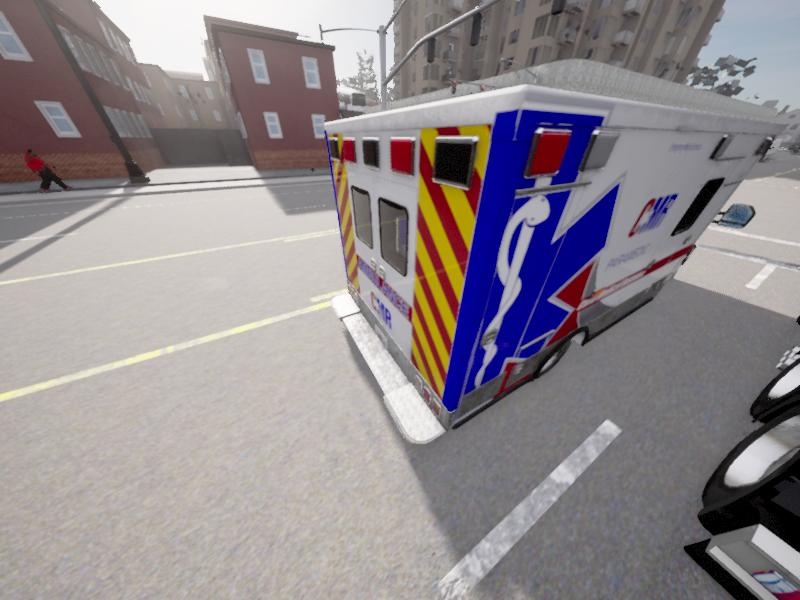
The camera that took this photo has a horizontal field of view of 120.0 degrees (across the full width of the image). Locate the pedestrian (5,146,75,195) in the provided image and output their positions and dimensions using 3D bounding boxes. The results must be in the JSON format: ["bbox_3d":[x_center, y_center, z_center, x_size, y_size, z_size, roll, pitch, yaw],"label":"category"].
[{"bbox_3d":[-16.323,-5.933,10.567,0.751,1.860,0.751,-19,39,-25],"label":"pedestrian"}]

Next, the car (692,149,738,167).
[{"bbox_3d":[34.032,-15.371,24.969,3.633,1.501,1.845,-18,39,-24],"label":"car"}]

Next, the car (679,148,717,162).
[{"bbox_3d":[40.029,-19.562,31.080,4.193,1.474,1.816,-18,39,-24],"label":"car"}]

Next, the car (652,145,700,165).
[{"bbox_3d":[33.301,-17.538,27.854,4.553,1.767,2.097,-18,39,-24],"label":"car"}]

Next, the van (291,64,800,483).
[{"bbox_3d":[2.318,-0.984,3.322,6.366,2.431,2.351,-18,39,-24],"label":"van"}]

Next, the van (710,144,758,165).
[{"bbox_3d":[39.708,-17.378,27.479,4.442,1.987,1.775,-18,39,-24],"label":"van"}]

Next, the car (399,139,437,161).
[{"bbox_3d":[2.002,-18.184,27.857,1.930,1.638,5.238,-18,44,-24],"label":"car"}]

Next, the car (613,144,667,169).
[{"bbox_3d":[24.697,-14.820,23.819,4.605,1.855,1.932,-19,39,-23],"label":"car"}]

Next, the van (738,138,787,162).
[{"bbox_3d":[51.499,-21.393,32.819,5.915,2.561,1.988,-19,39,-23],"label":"van"}]

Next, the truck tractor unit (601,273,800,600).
[{"bbox_3d":[5.121,-0.292,0.761,6.516,4.208,3.053,-18,39,-23],"label":"truck tractor unit"}]

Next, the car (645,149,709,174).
[{"bbox_3d":[24.509,-12.325,20.458,4.856,1.649,2.033,-18,39,-25],"label":"car"}]

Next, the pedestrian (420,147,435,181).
[{"bbox_3d":[1.821,-8.963,15.273,0.751,1.860,0.751,-2,35,-3],"label":"pedestrian"}]

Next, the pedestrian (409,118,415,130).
[{"bbox_3d":[2.190,-33.150,43.558,0.751,1.860,0.751,-18,39,-24],"label":"pedestrian"}]

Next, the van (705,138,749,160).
[{"bbox_3d":[50.359,-23.321,35.591,5.915,2.561,1.988,-19,39,-23],"label":"van"}]
